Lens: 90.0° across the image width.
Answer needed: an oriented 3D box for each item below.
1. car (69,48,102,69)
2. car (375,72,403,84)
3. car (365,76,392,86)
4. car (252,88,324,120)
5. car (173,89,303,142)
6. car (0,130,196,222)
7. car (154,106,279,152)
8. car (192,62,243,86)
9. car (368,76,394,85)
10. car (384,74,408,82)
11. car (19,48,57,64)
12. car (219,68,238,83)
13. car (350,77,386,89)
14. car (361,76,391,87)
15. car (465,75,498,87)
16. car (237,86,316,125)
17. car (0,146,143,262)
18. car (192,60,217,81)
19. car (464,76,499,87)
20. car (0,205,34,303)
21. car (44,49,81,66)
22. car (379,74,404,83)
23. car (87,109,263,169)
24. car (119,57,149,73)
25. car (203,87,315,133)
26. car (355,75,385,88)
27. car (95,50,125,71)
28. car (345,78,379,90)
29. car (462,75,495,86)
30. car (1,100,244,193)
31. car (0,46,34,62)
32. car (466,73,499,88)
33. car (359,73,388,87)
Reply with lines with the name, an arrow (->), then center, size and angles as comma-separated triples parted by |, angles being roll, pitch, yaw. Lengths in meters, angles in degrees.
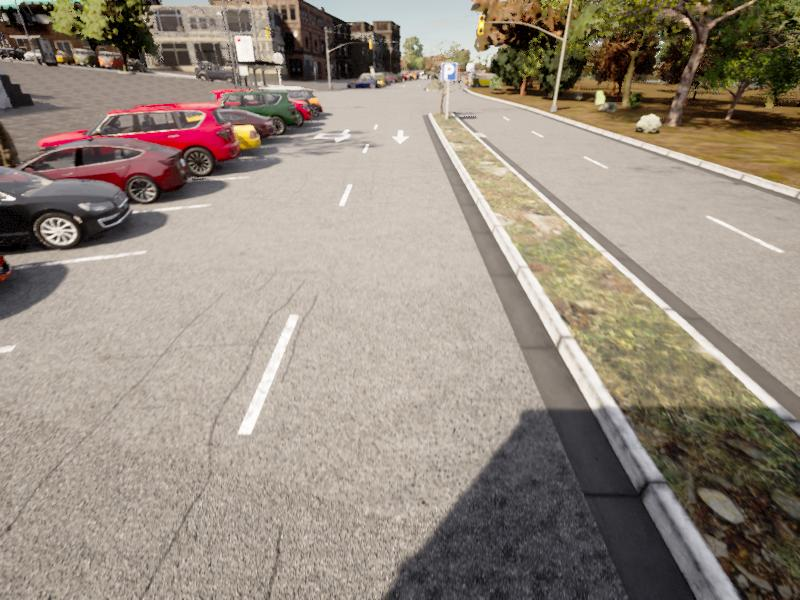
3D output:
car -> -40.448, -31.116, 51.574 | 1.878, 1.987, 4.442 | -5, 29, -20
car -> -2.312, -46.767, 84.131 | 5.566, 2.045, 2.435 | -7, 30, -10
car -> -3.942, -40.487, 73.913 | 4.674, 1.452, 2.002 | -8, 31, -11
car -> -7.901, -13.935, 28.322 | 4.553, 1.767, 2.185 | -11, 32, -16
car -> -8.060, -9.509, 20.426 | 5.566, 2.045, 2.435 | -11, 32, -17
car -> -8.084, -3.244, 10.168 | 4.792, 1.488, 2.163 | -11, 32, -17
car -> -8.038, -7.756, 17.979 | 4.674, 1.452, 2.002 | -11, 32, -17
car -> -20.336, -25.300, 44.775 | 4.605, 1.855, 1.932 | 5, 28, -2
car -> -3.572, -41.995, 76.508 | 4.674, 1.452, 2.002 | -7, 30, -11
car -> -0.930, -51.044, 91.985 | 5.008, 1.535, 2.097 | -6, 31, -9
car -> -46.539, -31.439, 51.572 | 2.002, 1.452, 4.674 | -5, 29, -20
car -> -22.454, -29.437, 52.469 | 2.002, 1.452, 4.674 | -5, 29, -20
car -> -5.095, -34.515, 63.551 | 5.366, 1.575, 1.946 | -8, 31, -12
car -> -4.313, -39.014, 71.304 | 4.892, 1.521, 2.231 | -8, 30, -11
car -> 13.369, -35.962, 65.697 | 4.553, 1.767, 2.185 | -6, 31, -12
car -> -7.875, -12.531, 25.694 | 4.442, 1.987, 1.878 | -11, 31, -16
car -> -8.067, -1.770, 7.572 | 4.892, 1.521, 2.231 | -11, 31, -17
car -> -25.449, -29.953, 52.237 | 2.435, 2.045, 5.566 | -5, 29, -19
car -> 13.904, -37.360, 68.347 | 5.366, 1.575, 1.946 | -6, 31, -12
car -> -8.094, -0.368, 4.906 | 4.553, 1.767, 2.185 | -11, 31, -17
car -> -43.586, -31.311, 51.812 | 1.946, 1.575, 5.366 | -5, 29, -20
car -> -1.891, -48.047, 86.833 | 5.008, 1.535, 2.097 | -7, 30, -10
car -> -8.226, -6.254, 15.305 | 5.366, 1.575, 1.946 | -11, 32, -17
car -> -34.487, -30.466, 51.991 | 2.231, 1.521, 4.892 | -5, 29, -19
car -> -7.989, -11.031, 23.054 | 5.566, 2.045, 2.435 | -11, 31, -16
car -> -5.004, -36.102, 66.043 | 4.553, 1.767, 2.185 | -8, 31, -12
car -> -37.432, -30.866, 51.688 | 1.878, 1.987, 4.442 | -5, 29, -20
car -> -5.739, -32.974, 60.986 | 4.792, 1.488, 2.163 | -8, 31, -12
car -> 13.884, -38.798, 70.809 | 5.366, 1.575, 1.946 | -6, 31, -12
car -> -8.085, -4.992, 12.626 | 5.566, 2.045, 2.435 | -11, 32, -17
car -> -49.555, -31.681, 51.443 | 2.002, 1.452, 4.674 | -5, 30, -20
car -> 12.988, -34.555, 63.080 | 4.442, 1.987, 1.878 | -7, 31, -12
car -> -4.540, -37.718, 68.620 | 4.442, 1.987, 1.878 | -8, 30, -12
